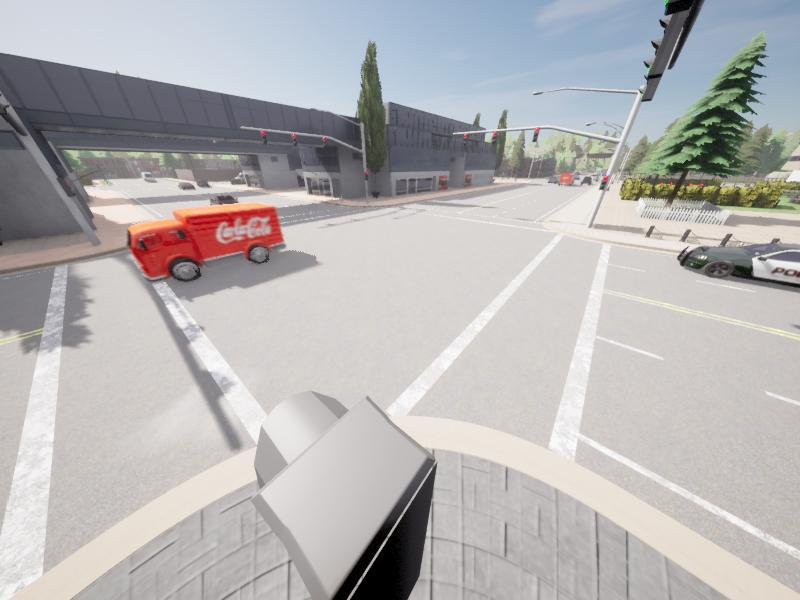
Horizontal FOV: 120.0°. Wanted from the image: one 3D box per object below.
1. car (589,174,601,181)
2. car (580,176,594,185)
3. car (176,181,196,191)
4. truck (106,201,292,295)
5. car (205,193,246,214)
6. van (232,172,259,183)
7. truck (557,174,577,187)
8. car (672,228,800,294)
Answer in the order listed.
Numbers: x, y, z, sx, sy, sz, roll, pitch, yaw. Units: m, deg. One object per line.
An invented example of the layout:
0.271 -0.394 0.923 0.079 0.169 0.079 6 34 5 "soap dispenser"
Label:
62.479 -39.293 74.024 2.150 2.045 5.566 23 37 34 "car"
47.208 -30.128 58.317 1.905 1.878 3.866 23 37 34 "car"
-42.863 -22.874 46.256 4.181 1.385 1.994 23 37 34 "car"
-8.214 -2.681 10.178 2.627 2.467 5.204 23 37 34 "truck"
-18.371 -10.259 24.282 4.892 1.490 1.837 23 37 34 "car"
-45.608 -36.231 68.221 1.988 2.561 5.915 23 37 34 "van"
40.126 -28.889 55.574 2.627 2.467 5.204 23 37 34 "truck"
14.717 -1.456 8.997 4.974 1.542 2.038 23 37 34 "car"
